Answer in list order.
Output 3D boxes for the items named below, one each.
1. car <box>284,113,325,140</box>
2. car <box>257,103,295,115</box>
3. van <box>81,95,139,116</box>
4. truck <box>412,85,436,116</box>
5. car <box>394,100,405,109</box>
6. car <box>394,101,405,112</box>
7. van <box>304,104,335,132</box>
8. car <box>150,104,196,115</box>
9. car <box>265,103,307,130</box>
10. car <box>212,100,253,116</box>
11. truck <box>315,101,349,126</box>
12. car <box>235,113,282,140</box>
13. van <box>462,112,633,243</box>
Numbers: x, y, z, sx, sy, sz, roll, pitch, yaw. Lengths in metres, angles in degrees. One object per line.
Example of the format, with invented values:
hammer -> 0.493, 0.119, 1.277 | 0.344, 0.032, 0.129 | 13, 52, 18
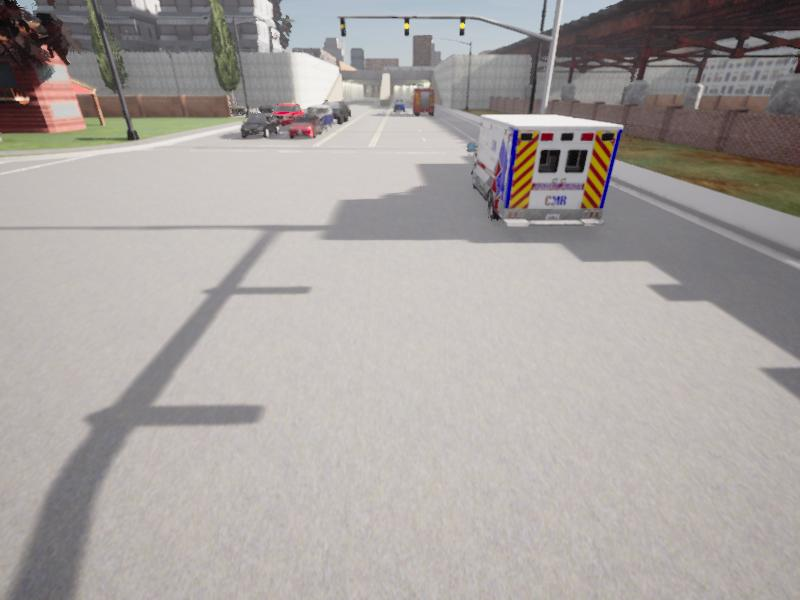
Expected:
car -> -7.037, -13.080, 30.007 | 2.007, 1.525, 4.514 | 0, 28, 0
car -> -18.084, -27.979, 58.548 | 4.902, 1.511, 2.128 | 0, 28, 0
van -> -39.779, -26.739, 55.003 | 5.915, 2.561, 1.988 | 0, 28, -1
truck -> 3.427, -29.543, 59.101 | 2.891, 3.827, 8.468 | 0, 28, 0
car -> -0.104, -39.016, 79.859 | 2.033, 1.411, 5.357 | 0, 28, 0
car -> -0.089, -32.492, 67.217 | 1.882, 1.535, 5.008 | 0, 28, 0
van -> -7.046, -16.105, 35.309 | 1.775, 1.987, 4.442 | 0, 27, 0
car -> -33.132, -27.878, 58.442 | 5.357, 1.411, 2.033 | 0, 28, -1
car -> -10.499, -17.203, 37.334 | 2.150, 2.045, 5.566 | 0, 28, 0
car -> -23.139, -26.514, 55.325 | 4.605, 1.855, 1.932 | 0, 28, -1
truck -> -6.963, -19.567, 41.821 | 2.390, 2.098, 6.274 | 0, 28, 1
car -> -10.540, -13.173, 30.211 | 1.837, 1.490, 4.892 | 0, 28, 0
van -> 3.488, -3.859, 11.386 | 2.351, 2.431, 6.366 | 0, 27, 0
